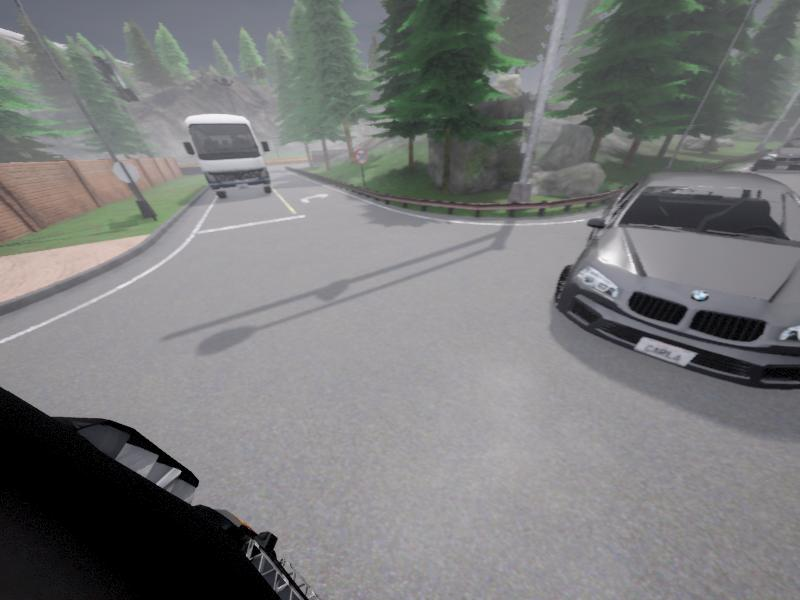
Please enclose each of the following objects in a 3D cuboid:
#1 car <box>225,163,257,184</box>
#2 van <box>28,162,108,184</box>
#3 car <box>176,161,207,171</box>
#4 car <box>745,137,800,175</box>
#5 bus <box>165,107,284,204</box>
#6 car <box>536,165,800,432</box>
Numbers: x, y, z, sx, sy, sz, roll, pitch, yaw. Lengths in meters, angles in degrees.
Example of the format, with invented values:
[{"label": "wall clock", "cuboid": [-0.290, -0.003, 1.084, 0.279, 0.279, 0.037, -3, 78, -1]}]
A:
[{"label": "car", "cuboid": [-16.334, -13.193, 23.862, 2.128, 1.511, 4.902, -20, 37, -23]}, {"label": "van", "cuboid": [-51.333, -19.942, 36.038, 6.366, 2.431, 2.351, -20, 37, -24]}, {"label": "car", "cuboid": [-46.803, -30.225, 52.070, 4.892, 1.490, 1.837, -20, 37, -24]}, {"label": "car", "cuboid": [23.324, -8.561, 13.602, 4.611, 1.667, 2.242, -20, 37, -24]}, {"label": "bus", "cuboid": [-11.761, -10.228, 16.530, 3.944, 4.253, 10.273, -20, 37, -23]}, {"label": "car", "cuboid": [4.185, -0.896, 3.506, 2.242, 1.667, 4.611, 24, 42, 34]}]
